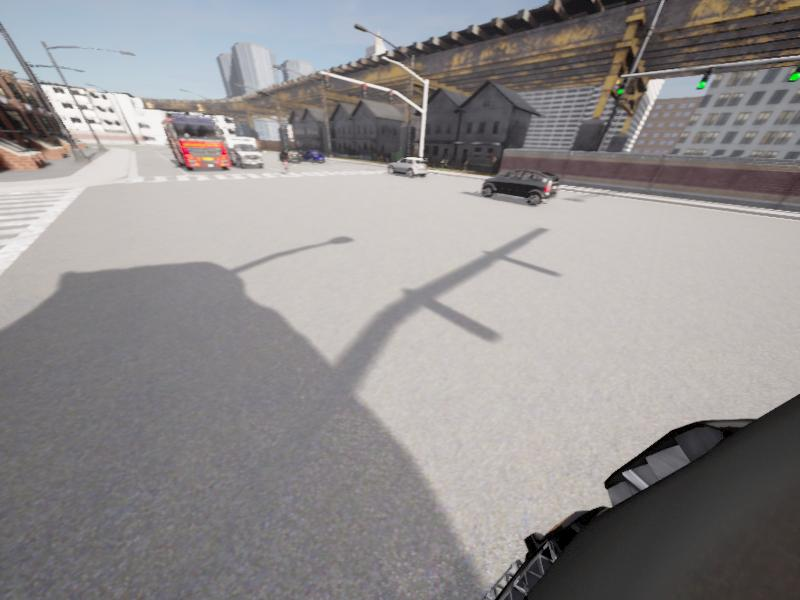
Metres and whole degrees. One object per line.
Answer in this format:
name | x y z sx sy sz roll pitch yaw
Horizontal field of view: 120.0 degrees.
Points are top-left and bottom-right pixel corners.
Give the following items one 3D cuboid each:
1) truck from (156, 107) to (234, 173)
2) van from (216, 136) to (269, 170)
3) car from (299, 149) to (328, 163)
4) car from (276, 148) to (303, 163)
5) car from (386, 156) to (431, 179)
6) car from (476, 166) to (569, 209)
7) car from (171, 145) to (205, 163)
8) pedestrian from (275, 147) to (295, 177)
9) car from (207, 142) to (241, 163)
truck | -17.561 -13.480 19.708 2.891 3.827 8.468 -26 43 -36
van | -15.375 -14.383 22.509 2.351 2.431 6.366 -25 43 -36
car | -12.354 -20.482 32.881 1.812 1.442 4.674 -26 43 -36
car | -14.685 -19.161 30.608 1.789 1.549 3.705 -26 43 -36
car | 0.696 -12.418 21.550 1.970 1.475 3.806 -26 43 -36
car | 6.349 -6.144 12.362 1.789 1.549 3.705 -26 43 -36
car | -23.122 -15.922 25.135 1.837 1.490 4.892 -26 43 -36
pedestrian | -8.682 -10.442 17.481 0.751 1.860 0.751 1 33 -3
car | -20.782 -17.450 27.274 1.932 1.855 4.605 -26 43 -36
